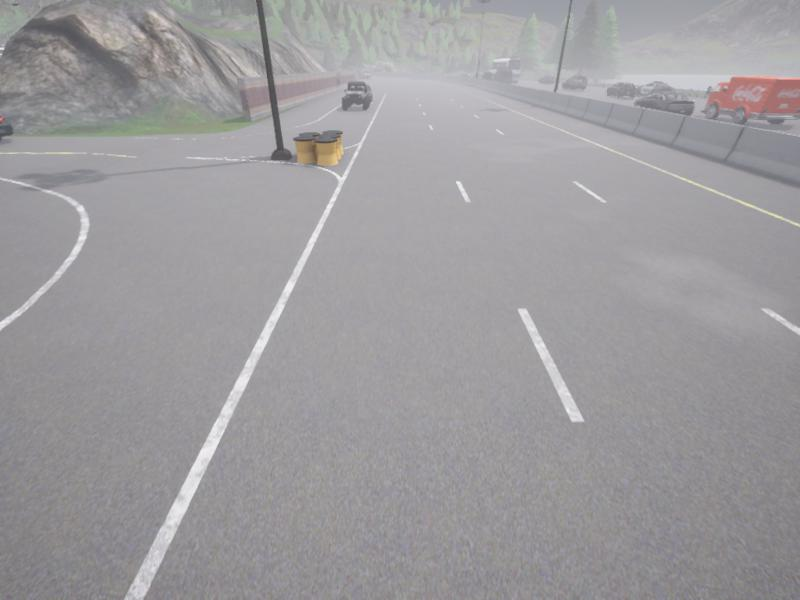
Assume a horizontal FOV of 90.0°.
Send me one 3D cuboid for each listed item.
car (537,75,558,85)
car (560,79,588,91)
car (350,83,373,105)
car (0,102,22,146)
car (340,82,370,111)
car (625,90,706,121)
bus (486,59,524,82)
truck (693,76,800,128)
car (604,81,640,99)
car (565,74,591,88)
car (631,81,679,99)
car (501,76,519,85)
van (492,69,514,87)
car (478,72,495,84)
[{"bbox_3d":[27.723,-41.599,75.511,2.007,1.525,4.514,-2,30,-3],"label":"car"},{"bbox_3d":[24.512,-30.344,56.457,1.895,1.301,4.718,0,30,0],"label":"car"},{"bbox_3d":[-3.491,-19.075,36.982,1.789,1.549,3.705,0,30,0],"label":"car"},{"bbox_3d":[-18.801,-6.993,16.003,4.974,1.542,2.038,0,30,0],"label":"car"},{"bbox_3d":[-3.493,-16.239,31.811,1.905,1.878,3.866,0,30,0],"label":"car"},{"bbox_3d":[17.504,-13.060,26.767,2.128,1.511,4.902,0,30,0],"label":"car"},{"bbox_3d":[22.624,-50.026,87.110,3.944,4.253,10.273,-5,31,-8],"label":"bus"},{"bbox_3d":[21.006,-12.000,24.013,2.627,2.467,5.204,0,30,0],"label":"truck"},{"bbox_3d":[24.211,-23.030,43.812,1.816,1.474,4.193,2,30,3],"label":"car"},{"bbox_3d":[28.013,-34.656,63.249,1.932,1.855,4.605,0,30,0],"label":"car"},{"bbox_3d":[28.003,-23.279,44.184,2.038,1.542,4.974,0,30,0],"label":"car"},{"bbox_3d":[20.723,-41.457,75.412,1.895,1.301,4.718,-2,30,-3],"label":"car"},{"bbox_3d":[17.497,-38.114,68.448,1.988,2.561,5.915,-1,30,-2],"label":"van"},{"bbox_3d":[16.945,-43.605,78.519,1.905,1.878,3.866,-3,31,-5],"label":"car"}]
